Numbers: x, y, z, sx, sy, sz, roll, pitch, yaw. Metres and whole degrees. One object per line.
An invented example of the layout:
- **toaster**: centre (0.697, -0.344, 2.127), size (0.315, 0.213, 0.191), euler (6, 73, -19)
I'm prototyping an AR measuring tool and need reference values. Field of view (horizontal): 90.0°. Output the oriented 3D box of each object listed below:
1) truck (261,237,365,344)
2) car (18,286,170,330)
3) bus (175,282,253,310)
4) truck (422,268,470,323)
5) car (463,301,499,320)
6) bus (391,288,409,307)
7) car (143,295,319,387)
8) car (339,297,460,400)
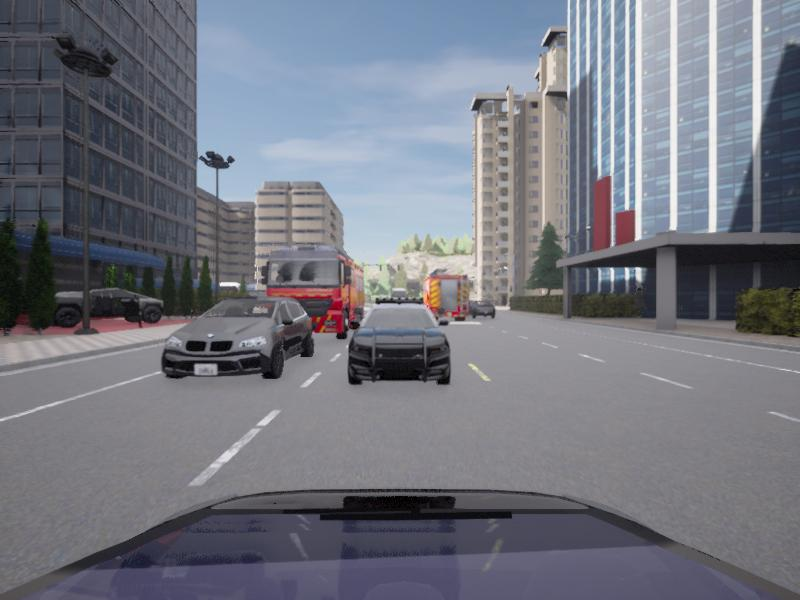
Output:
- **truck**: centre (-3.487, -0.333, 18.614), size (2.891, 3.827, 8.468), euler (0, 0, 1)
- **car**: centre (-16.661, 0.387, 22.286), size (2.390, 2.098, 6.274), euler (0, 0, 30)
- **bus**: centre (-28.855, -0.574, 62.512), size (10.273, 4.253, 3.944), euler (0, 0, 0)
- **truck**: centre (3.447, -0.341, 32.156), size (2.891, 3.827, 8.468), euler (0, 0, 0)
- **car**: centre (6.938, 0.814, 34.654), size (2.128, 1.511, 4.902), euler (0, 0, 0)
- **bus**: centre (-0.045, -0.599, 95.143), size (3.944, 4.253, 10.273), euler (0, 0, 0)
- **car**: centre (-3.515, 0.751, 9.535), size (2.242, 1.667, 4.611), euler (0, 0, 0)
- **car**: centre (-0.016, 0.765, 8.986), size (1.930, 1.638, 5.238), euler (0, 0, 0)
